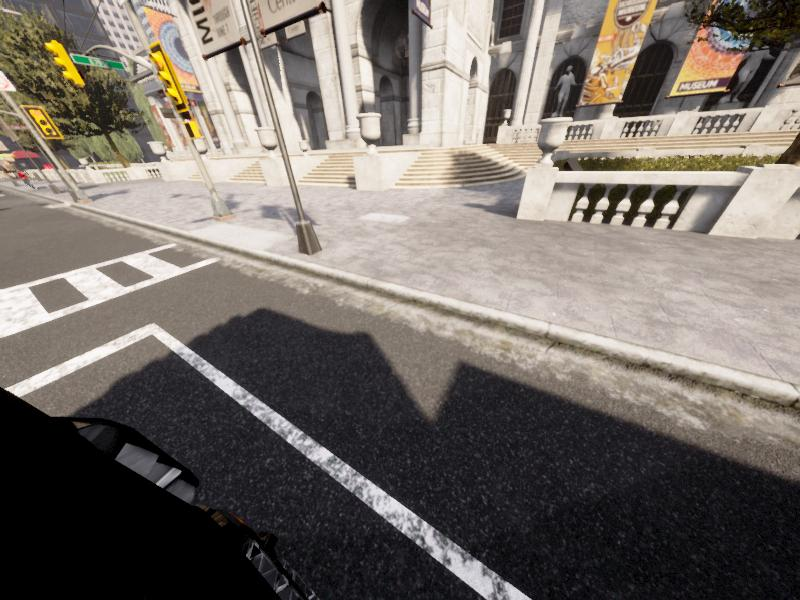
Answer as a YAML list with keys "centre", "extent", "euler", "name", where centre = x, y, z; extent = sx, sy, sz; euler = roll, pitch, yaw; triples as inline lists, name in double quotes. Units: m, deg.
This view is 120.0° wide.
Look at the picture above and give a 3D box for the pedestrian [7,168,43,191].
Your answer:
- centre: [-35.920, -11.587, 22.161]
  extent: [0.751, 1.860, 0.751]
  euler: [-18, 36, -21]
  name: "pedestrian"
